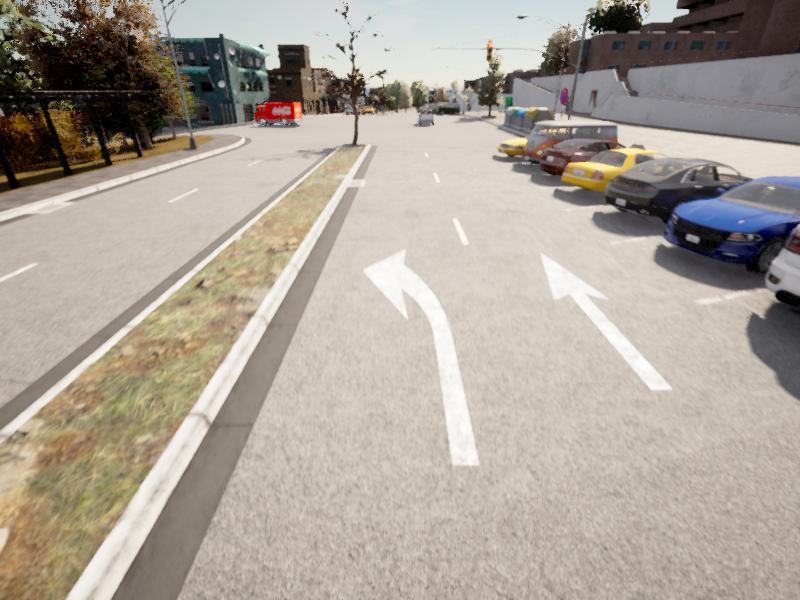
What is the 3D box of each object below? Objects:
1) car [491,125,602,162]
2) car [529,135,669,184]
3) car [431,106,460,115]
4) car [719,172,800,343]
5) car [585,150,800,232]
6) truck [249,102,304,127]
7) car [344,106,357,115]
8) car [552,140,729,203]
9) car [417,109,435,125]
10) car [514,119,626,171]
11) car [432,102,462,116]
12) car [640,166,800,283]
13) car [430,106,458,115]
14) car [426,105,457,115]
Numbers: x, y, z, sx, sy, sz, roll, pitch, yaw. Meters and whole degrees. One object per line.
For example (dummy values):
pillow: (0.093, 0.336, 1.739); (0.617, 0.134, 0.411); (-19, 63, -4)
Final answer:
car: (7.909, -8.556, 21.710); (5.366, 1.575, 1.946); (-9, 29, -18)
car: (8.105, -5.853, 16.481); (4.792, 1.488, 2.163); (-9, 28, -18)
car: (8.100, -33.619, 71.035); (4.674, 1.452, 2.002); (-8, 27, -18)
car: (8.103, -0.680, 5.730); (5.566, 2.045, 2.435); (-9, 28, -18)
car: (8.070, -3.164, 11.143); (4.892, 1.521, 2.231); (-9, 28, -18)
truck: (-14.263, -21.557, 46.466); (5.204, 2.467, 2.627); (3, 27, 8)
car: (-8.836, -34.139, 72.034); (1.845, 1.501, 3.633); (0, 26, 0)
car: (8.251, -4.550, 13.857); (5.366, 1.575, 1.946); (-9, 28, -18)
car: (3.003, -21.259, 46.415); (1.845, 1.501, 3.633); (-1, 28, 0)
car: (7.974, -7.411, 18.973); (4.442, 1.987, 1.878); (-9, 29, -18)
car: (7.997, -32.550, 68.192); (4.442, 1.987, 1.878); (-8, 27, -18)
car: (8.081, -1.807, 8.484); (5.008, 1.535, 2.097); (-9, 29, -18)
car: (8.108, -34.906, 73.715); (4.674, 1.452, 2.002); (-8, 27, -18)
car: (7.934, -36.208, 76.322); (5.366, 1.575, 1.946); (-8, 27, -18)
